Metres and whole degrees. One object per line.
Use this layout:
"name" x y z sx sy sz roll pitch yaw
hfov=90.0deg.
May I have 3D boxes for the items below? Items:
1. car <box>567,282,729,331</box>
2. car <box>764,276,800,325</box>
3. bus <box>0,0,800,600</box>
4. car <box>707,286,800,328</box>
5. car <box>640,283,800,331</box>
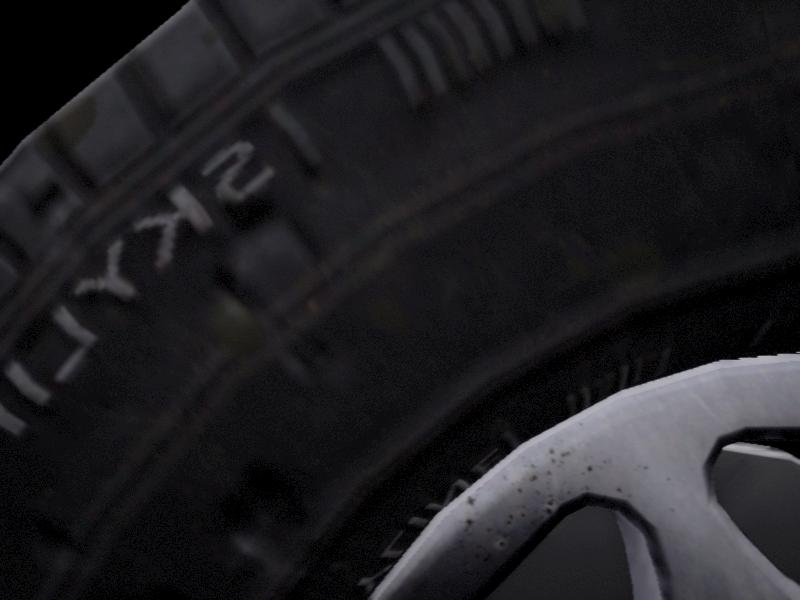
"car" 9.354 0.250 15.790 1.946 1.575 5.366 0 -1 -20
"car" 18.352 0.025 15.658 2.435 2.045 5.566 0 -1 -20
"bus" -3.211 -1.137 1.803 10.273 4.253 3.944 0 0 0
"car" 15.387 0.266 15.631 2.097 1.535 5.008 1 -1 -20
"car" 12.401 0.259 15.614 2.231 1.521 4.892 0 -1 -20
